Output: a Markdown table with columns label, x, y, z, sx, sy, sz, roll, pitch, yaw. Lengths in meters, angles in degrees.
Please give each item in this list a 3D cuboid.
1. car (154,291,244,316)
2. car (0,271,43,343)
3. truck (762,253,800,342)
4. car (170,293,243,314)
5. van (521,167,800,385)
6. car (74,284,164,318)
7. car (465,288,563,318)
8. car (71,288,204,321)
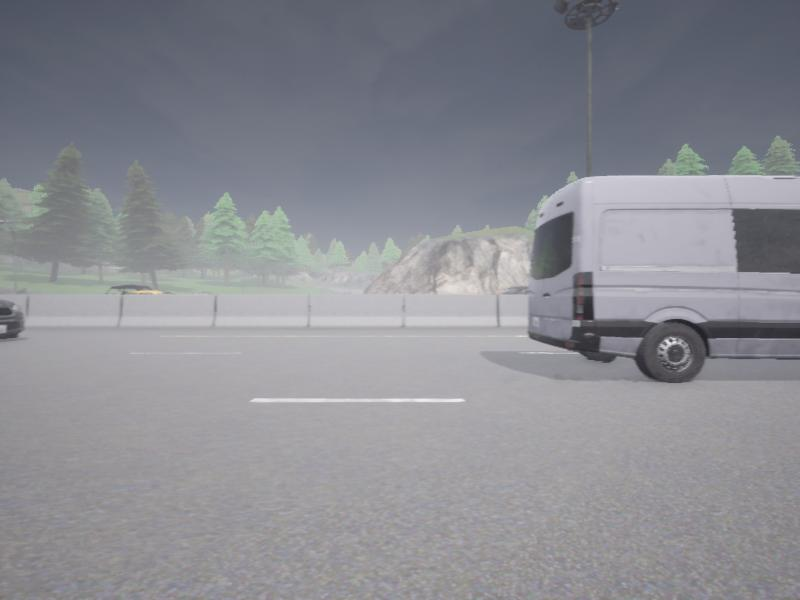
| label | x | y | z | sx | sy | sz | roll | pitch | yaw |
| --- | --- | --- | --- | --- | --- | --- | --- | --- | --- |
| car | -13.308 | 0.234 | 26.701 | 4.974 | 1.542 | 2.038 | 0 | 0 | 0 |
| car | -11.514 | 0.166 | 9.203 | 4.611 | 1.667 | 2.242 | 0 | 0 | 0 |
| truck | 12.538 | -0.067 | 9.200 | 6.274 | 2.098 | 2.390 | 0 | 0 | 0 |
| car | -14.524 | 0.241 | 30.201 | 4.514 | 1.525 | 2.007 | 0 | 0 | 0 |
| van | 4.977 | -0.281 | 5.698 | 5.915 | 2.561 | 1.988 | 0 | 0 | 0 |
| car | -16.189 | 0.059 | 23.202 | 3.866 | 1.878 | 1.905 | 0 | 0 | 0 |
| car | 6.480 | 0.176 | 23.199 | 5.027 | 1.651 | 2.152 | 0 | 0 | 0 |
| car | -12.783 | 0.212 | 19.700 | 5.366 | 1.575 | 1.801 | 0 | 0 | 0 |
